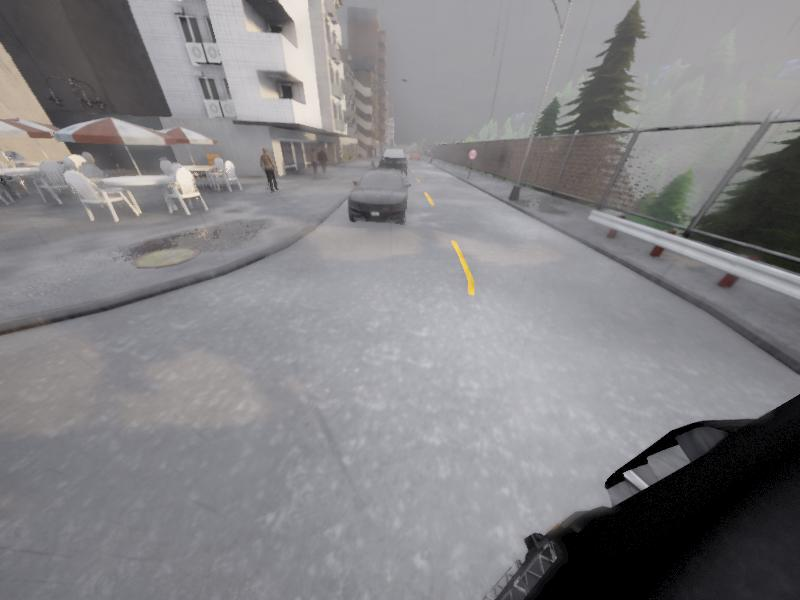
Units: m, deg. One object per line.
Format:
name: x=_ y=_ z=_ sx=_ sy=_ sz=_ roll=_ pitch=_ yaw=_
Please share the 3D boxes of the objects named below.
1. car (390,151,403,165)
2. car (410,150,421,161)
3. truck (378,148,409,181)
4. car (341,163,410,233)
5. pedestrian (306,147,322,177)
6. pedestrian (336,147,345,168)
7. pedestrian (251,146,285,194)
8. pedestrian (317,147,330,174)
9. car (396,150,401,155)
car: x=-0.545 y=-23.299 z=37.805 sx=1.930 sy=1.638 sz=5.238 roll=2 pitch=33 yaw=-1
car: x=3.437 y=-32.946 z=52.603 sx=2.097 sy=1.767 sz=4.553 roll=2 pitch=33 yaw=-1
truck: x=-0.519 y=-12.308 z=20.712 sx=2.390 sy=2.098 sz=6.274 roll=2 pitch=34 yaw=-1
car: x=-0.618 y=-4.175 z=8.877 sx=1.882 sy=1.535 sz=5.008 roll=3 pitch=33 yaw=1
pedestrian: x=-6.245 y=-10.078 z=16.883 sx=0.751 sy=1.860 sz=0.751 roll=-4 pitch=34 yaw=-10
pedestrian: x=-6.491 y=-15.532 z=25.140 sx=0.751 sy=1.860 sz=0.751 roll=-3 pitch=34 yaw=-9
pedestrian: x=-6.109 y=-6.069 z=10.813 sx=0.751 sy=1.860 sz=0.751 roll=-1 pitch=34 yaw=-6
pedestrian: x=-6.307 y=-11.571 z=19.143 sx=0.751 sy=1.860 sz=0.751 roll=-4 pitch=34 yaw=-10
car: x=-0.588 y=-52.455 z=82.140 sx=1.845 sy=1.501 sz=3.633 roll=2 pitch=33 yaw=-1
